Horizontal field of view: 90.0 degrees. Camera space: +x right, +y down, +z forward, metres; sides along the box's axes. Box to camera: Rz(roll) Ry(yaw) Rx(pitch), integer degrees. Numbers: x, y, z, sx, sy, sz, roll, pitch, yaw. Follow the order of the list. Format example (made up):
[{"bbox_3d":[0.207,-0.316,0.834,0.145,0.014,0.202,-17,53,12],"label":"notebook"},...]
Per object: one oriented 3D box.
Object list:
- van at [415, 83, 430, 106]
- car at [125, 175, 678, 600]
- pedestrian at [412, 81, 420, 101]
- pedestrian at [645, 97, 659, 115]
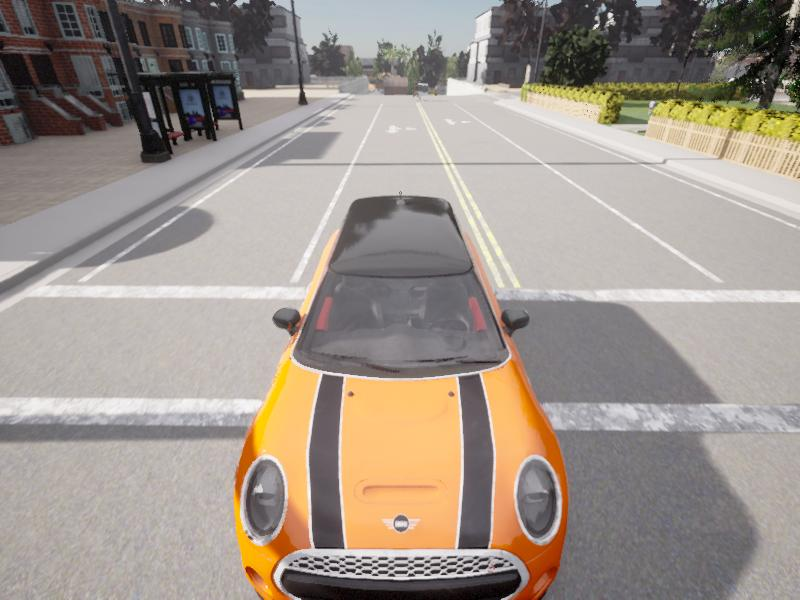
[{"bbox_3d":[3.542,-33.105,64.680,1.988,2.561,5.915,0,19,0],"label":"van"},{"bbox_3d":[0.008,0.204,3.928,2.097,1.767,4.553,0,30,0],"label":"car"},{"bbox_3d":[1.695,-21.588,41.350,0.751,1.860,0.751,2,30,4],"label":"pedestrian"},{"bbox_3d":[17.725,-13.644,28.141,0.500,1.100,0.500,18,35,28],"label":"pedestrian"}]
